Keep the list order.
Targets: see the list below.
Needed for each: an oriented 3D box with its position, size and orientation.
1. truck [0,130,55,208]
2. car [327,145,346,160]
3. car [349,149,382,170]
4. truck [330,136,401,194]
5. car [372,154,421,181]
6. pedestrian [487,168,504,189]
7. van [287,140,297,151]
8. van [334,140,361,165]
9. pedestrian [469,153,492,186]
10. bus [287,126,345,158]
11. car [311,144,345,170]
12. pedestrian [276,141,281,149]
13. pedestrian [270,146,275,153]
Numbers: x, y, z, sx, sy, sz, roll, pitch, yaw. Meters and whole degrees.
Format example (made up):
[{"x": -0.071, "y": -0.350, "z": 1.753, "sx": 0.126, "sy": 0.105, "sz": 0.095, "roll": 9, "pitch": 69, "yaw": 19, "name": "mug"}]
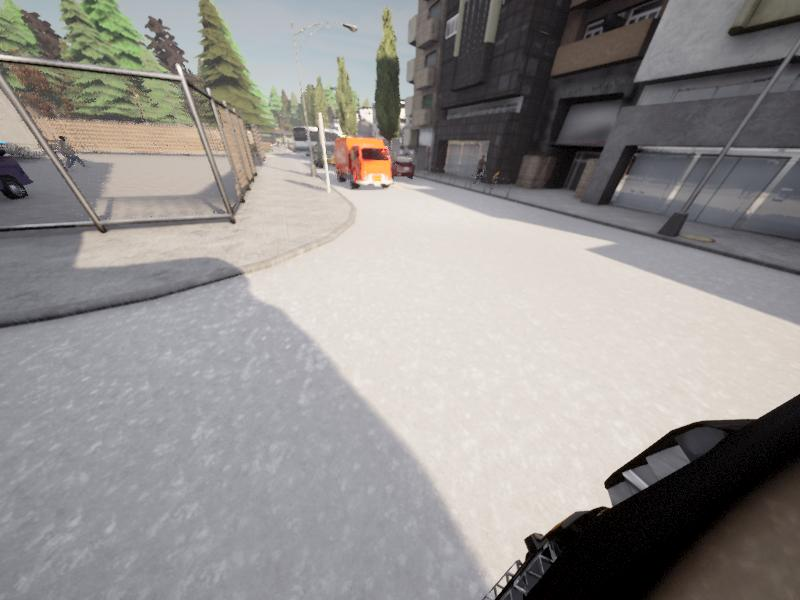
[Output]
[{"x": -13.654, "y": -3.673, "z": 6.527, "sx": 2.069, "sy": 2.038, "sz": 4.478, "roll": -12, "pitch": 36, "yaw": -21, "name": "truck"}, {"x": -10.053, "y": -23.346, "z": 36.560, "sx": 1.905, "sy": 1.878, "sz": 3.866, "roll": -12, "pitch": 36, "yaw": -21, "name": "car"}, {"x": -3.775, "y": -15.230, "z": 25.003, "sx": 2.242, "sy": 1.667, "sz": 4.611, "roll": -12, "pitch": 36, "yaw": -21, "name": "car"}, {"x": -2.245, "y": -8.177, "z": 13.808, "sx": 2.627, "sy": 2.467, "sz": 5.204, "roll": -12, "pitch": 36, "yaw": -21, "name": "truck"}, {"x": -0.470, "y": -10.932, "z": 18.947, "sx": 2.163, "sy": 1.488, "sz": 4.792, "roll": -12, "pitch": 36, "yaw": -21, "name": "car"}, {"x": 5.973, "y": -7.603, "z": 14.499, "sx": 0.500, "sy": 1.100, "sz": 0.500, "roll": -17, "pitch": 38, "yaw": -27, "name": "pedestrian"}, {"x": -33.181, "y": -47.552, "z": 71.099, "sx": 1.988, "sy": 2.561, "sz": 5.915, "roll": -12, "pitch": 36, "yaw": -21, "name": "van"}, {"x": -7.072, "y": -19.830, "z": 30.901, "sx": 1.988, "sy": 2.561, "sz": 5.915, "roll": -12, "pitch": 36, "yaw": -21, "name": "van"}, {"x": 5.332, "y": -8.645, "z": 15.334, "sx": 0.751, "sy": 1.860, "sz": 0.751, "roll": -12, "pitch": 36, "yaw": -20, "name": "pedestrian"}, {"x": -14.560, "y": -28.449, "z": 41.749, "sx": 3.944, "sy": 4.253, "sz": 10.273, "roll": 12, "pitch": 35, "yaw": 16, "name": "bus"}, {"x": -7.391, "y": -14.562, "z": 23.419, "sx": 2.150, "sy": 2.045, "sz": 5.566, "roll": -12, "pitch": 36, "yaw": -21, "name": "car"}, {"x": -35.226, "y": -44.790, "z": 66.837, "sx": 0.751, "sy": 1.860, "sz": 0.751, "roll": 30, "pitch": 42, "yaw": 35, "name": "pedestrian"}, {"x": -24.913, "y": -29.408, "z": 45.133, "sx": 0.500, "sy": 1.100, "sz": 0.500, "roll": -10, "pitch": 36, "yaw": -18, "name": "pedestrian"}]
